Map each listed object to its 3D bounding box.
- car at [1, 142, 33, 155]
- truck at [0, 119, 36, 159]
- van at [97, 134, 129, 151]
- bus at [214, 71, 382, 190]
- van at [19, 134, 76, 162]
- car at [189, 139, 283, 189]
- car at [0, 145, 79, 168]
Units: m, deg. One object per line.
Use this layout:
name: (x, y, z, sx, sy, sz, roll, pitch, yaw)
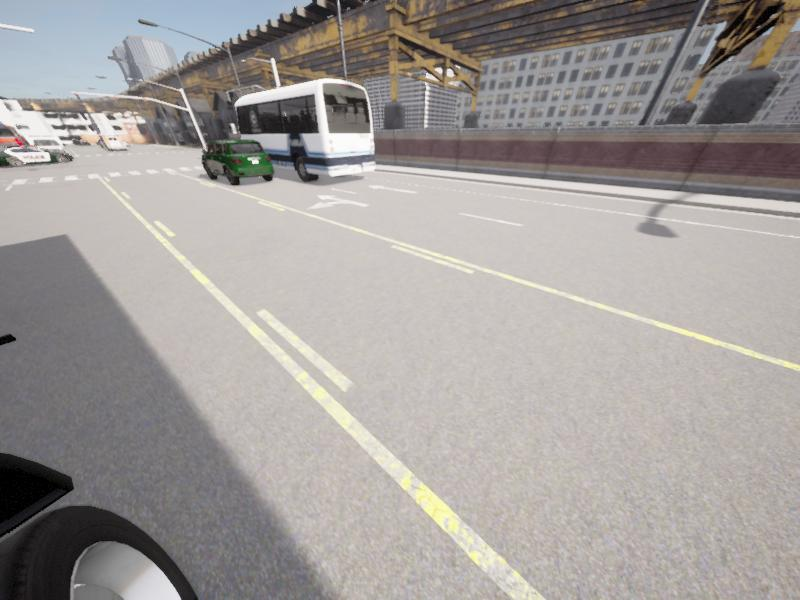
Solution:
car: (-58.400, -23.261, 35.330, 4.892, 1.490, 1.837, 26, 43, 31)
truck: (-51.058, -20.690, 29.705, 8.468, 3.827, 2.891, 26, 43, 31)
van: (-52.063, -28.550, 41.856, 6.366, 2.431, 2.351, 26, 43, 31)
bus: (-6.318, -9.952, 14.109, 10.273, 4.253, 3.944, 25, 43, 31)
van: (-39.250, -17.125, 25.866, 6.366, 2.431, 2.351, 26, 43, 31)
car: (-9.515, -8.032, 13.345, 5.566, 2.045, 2.150, 26, 43, 31)
car: (-34.000, -13.233, 21.175, 2.038, 1.542, 4.974, 4, 36, 7)
